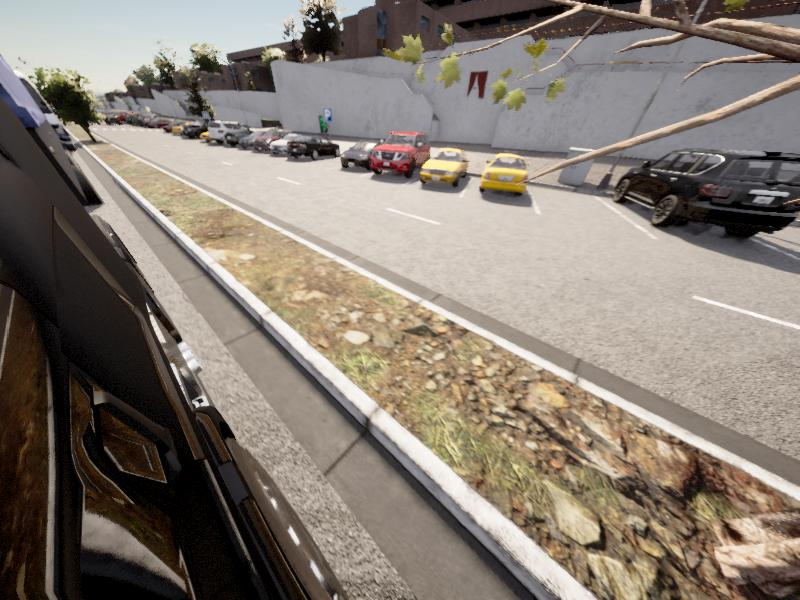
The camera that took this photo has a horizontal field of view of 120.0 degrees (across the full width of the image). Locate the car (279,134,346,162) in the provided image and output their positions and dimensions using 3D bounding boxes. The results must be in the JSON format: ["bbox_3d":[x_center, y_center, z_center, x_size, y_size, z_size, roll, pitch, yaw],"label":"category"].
[{"bbox_3d":[-6.594,-12.069,18.172,2.097,1.535,5.008,14,37,15],"label":"car"}]

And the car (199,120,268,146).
[{"bbox_3d":[-18.045,-18.428,25.533,2.435,2.045,5.566,14,38,15],"label":"car"}]

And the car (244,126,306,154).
[{"bbox_3d":[-11.159,-14.635,21.125,2.185,1.767,4.553,14,38,14],"label":"car"}]

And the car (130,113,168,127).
[{"bbox_3d":[-50.101,-35.995,46.273,1.878,1.987,4.442,15,38,14],"label":"car"}]

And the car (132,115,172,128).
[{"bbox_3d":[-47.877,-34.584,44.756,2.185,1.767,4.553,15,38,14],"label":"car"}]

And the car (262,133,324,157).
[{"bbox_3d":[-8.883,-13.262,19.702,2.002,1.452,4.674,14,38,14],"label":"car"}]

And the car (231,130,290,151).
[{"bbox_3d":[-13.470,-15.708,22.698,2.002,1.452,4.674,15,38,14],"label":"car"}]

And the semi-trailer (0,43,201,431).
[{"bbox_3d":[-8.700,-3.594,4.241,14.254,4.402,2.717,28,44,30],"label":"semi-trailer"}]

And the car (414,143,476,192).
[{"bbox_3d":[2.528,-7.091,12.026,1.946,1.575,5.366,14,38,14],"label":"car"}]

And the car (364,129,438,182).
[{"bbox_3d":[0.303,-8.598,13.501,2.435,2.045,5.566,14,38,14],"label":"car"}]

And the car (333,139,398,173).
[{"bbox_3d":[-2.007,-9.593,15.167,2.163,1.488,4.792,14,38,14],"label":"car"}]

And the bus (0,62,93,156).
[{"bbox_3d":[-26.260,-12.984,15.876,10.273,4.253,3.944,28,43,29],"label":"bus"}]

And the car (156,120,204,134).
[{"bbox_3d":[-34.136,-26.920,36.018,2.163,1.488,4.792,15,38,14],"label":"car"}]

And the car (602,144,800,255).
[{"bbox_3d":[9.484,-3.733,7.558,2.435,2.045,5.566,14,37,15],"label":"car"}]

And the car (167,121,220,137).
[{"bbox_3d":[-29.482,-24.550,33.215,1.946,1.575,5.366,14,38,14],"label":"car"}]

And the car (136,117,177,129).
[{"bbox_3d":[-45.600,-33.217,43.412,2.002,1.452,4.674,15,38,14],"label":"car"}]

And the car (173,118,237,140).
[{"bbox_3d":[-24.941,-22.121,29.944,2.435,2.045,5.566,15,38,14],"label":"car"}]

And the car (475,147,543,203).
[{"bbox_3d":[4.943,-6.070,10.817,1.946,1.575,5.366,14,37,15],"label":"car"}]

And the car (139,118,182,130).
[{"bbox_3d":[-43.307,-31.951,41.911,2.163,1.488,4.792,15,38,14],"label":"car"}]

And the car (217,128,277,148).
[{"bbox_3d":[-15.766,-16.970,24.209,2.163,1.488,4.792,14,38,15],"label":"car"}]

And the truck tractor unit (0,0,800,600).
[{"bbox_3d":[-2.645,-0.295,0.352,6.516,4.208,3.053,28,44,30],"label":"truck tractor unit"}]

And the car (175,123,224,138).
[{"bbox_3d":[-27.244,-23.161,31.623,2.002,1.452,4.674,15,38,14],"label":"car"}]

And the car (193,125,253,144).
[{"bbox_3d":[-20.422,-19.352,27.006,1.946,1.575,5.366,15,38,14],"label":"car"}]
